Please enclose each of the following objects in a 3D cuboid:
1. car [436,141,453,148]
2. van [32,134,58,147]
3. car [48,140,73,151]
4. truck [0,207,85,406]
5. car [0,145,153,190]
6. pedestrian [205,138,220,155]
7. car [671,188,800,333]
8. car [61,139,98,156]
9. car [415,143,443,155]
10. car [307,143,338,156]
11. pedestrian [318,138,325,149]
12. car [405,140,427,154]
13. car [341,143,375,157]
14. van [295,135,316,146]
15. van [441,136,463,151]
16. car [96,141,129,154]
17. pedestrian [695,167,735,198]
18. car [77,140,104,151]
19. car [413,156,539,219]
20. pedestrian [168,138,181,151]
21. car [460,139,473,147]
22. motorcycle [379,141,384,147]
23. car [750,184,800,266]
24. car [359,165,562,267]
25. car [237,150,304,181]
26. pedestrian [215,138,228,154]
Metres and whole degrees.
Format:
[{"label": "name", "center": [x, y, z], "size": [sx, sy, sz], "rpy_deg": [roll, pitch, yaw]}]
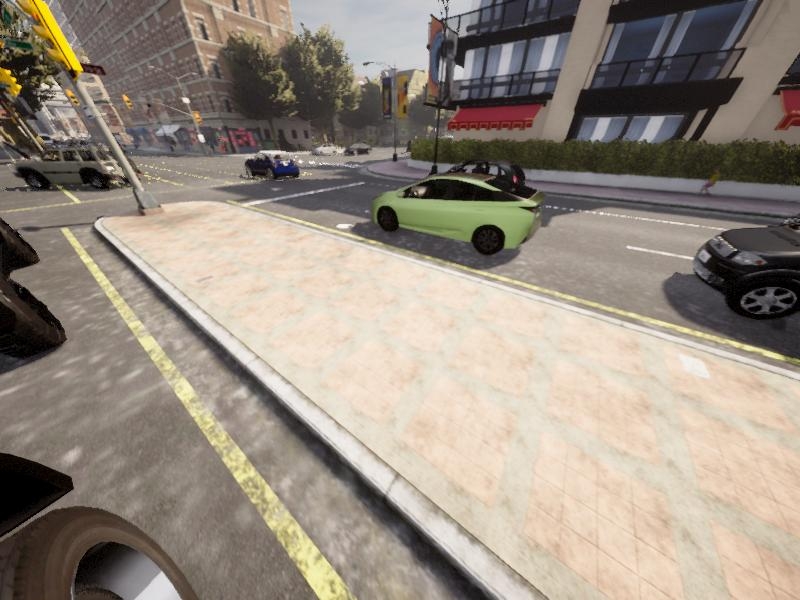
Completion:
[{"label": "car", "center": [11.689, -40.729, 60.519], "size": [2.128, 1.511, 4.902], "rpy_deg": [22, 41, 28]}, {"label": "van", "center": [-82.656, -37.163, 53.789], "size": [5.915, 2.561, 1.988], "rpy_deg": [22, 41, 28]}, {"label": "car", "center": [-63.118, -28.757, 42.960], "size": [4.193, 1.474, 1.816], "rpy_deg": [22, 41, 28]}, {"label": "truck", "center": [-6.967, -0.515, 2.801], "size": [6.274, 2.098, 2.390], "rpy_deg": [22, 40, 28]}, {"label": "car", "center": [-16.402, -6.788, 11.793], "size": [4.605, 1.855, 1.932], "rpy_deg": [-2, 35, -3]}, {"label": "pedestrian", "center": [-25.593, -20.954, 31.532], "size": [0.751, 1.860, 0.751], "rpy_deg": [23, 41, 29]}, {"label": "car", "center": [6.837, -0.317, 3.062], "size": [3.705, 1.549, 1.789], "rpy_deg": [22, 41, 28]}, {"label": "car", "center": [-45.405, -21.709, 32.751], "size": [4.605, 1.855, 1.932], "rpy_deg": [22, 41, 28]}, {"label": "car", "center": [4.708, -24.338, 37.166], "size": [2.128, 1.511, 4.902], "rpy_deg": [22, 41, 28]}, {"label": "car", "center": [-11.135, -21.841, 33.491], "size": [1.845, 1.501, 3.633], "rpy_deg": [22, 40, 28]}, {"label": "pedestrian", "center": [-16.511, -32.871, 48.505], "size": [0.751, 1.860, 0.751], "rpy_deg": [22, 40, 27]}, {"label": "car", "center": [2.743, -26.405, 39.753], "size": [1.905, 1.878, 3.866], "rpy_deg": [22, 41, 28]}, {"label": "car", "center": [-6.172, -22.392, 34.350], "size": [2.163, 1.488, 4.792], "rpy_deg": [22, 41, 28]}, {"label": "van", "center": [-27.568, -46.445, 67.362], "size": [5.915, 2.561, 1.988], "rpy_deg": [22, 41, 28]}, {"label": "van", "center": [11.277, -33.745, 49.667], "size": [1.988, 2.561, 5.915], "rpy_deg": [22, 41, 28]}, {"label": "car", "center": [-44.660, -23.726, 35.921], "size": [4.974, 1.542, 2.038], "rpy_deg": [22, 41, 28]}, {"label": "pedestrian", "center": [13.523, -5.072, 9.947], "size": [0.500, 1.100, 0.500], "rpy_deg": [26, 43, 32]}, {"label": "car", "center": [-59.600, -29.772, 44.460], "size": [4.902, 1.511, 2.128], "rpy_deg": [22, 41, 28]}, {"label": "car", "center": [2.710, -4.482, 8.895], "size": [3.988, 1.617, 1.851], "rpy_deg": [22, 41, 28]}, {"label": "pedestrian", "center": [-39.198, -27.129, 40.193], "size": [0.751, 1.860, 0.751], "rpy_deg": [12, 37, 16]}, {"label": "car", "center": [20.312, -48.050, 70.603], "size": [1.932, 1.855, 4.605], "rpy_deg": [22, 41, 28]}, {"label": "motorcycle", "center": [-4.814, -41.193, 60.979], "size": [0.764, 1.277, 2.356], "rpy_deg": [-5, 34, 10]}, {"label": "car", "center": [11.079, -1.026, 4.154], "size": [4.892, 1.490, 1.837], "rpy_deg": [22, 41, 28]}, {"label": "car", "center": [1.338, -2.542, 6.205], "size": [4.514, 1.525, 2.007], "rpy_deg": [22, 41, 28]}, {"label": "car", "center": [-8.630, -9.036, 15.388], "size": [3.806, 1.475, 1.970], "rpy_deg": [22, 41, 28]}, {"label": "pedestrian", "center": [-25.473, -22.002, 33.020], "size": [0.751, 1.860, 0.751], "rpy_deg": [-10, 36, -14]}]
